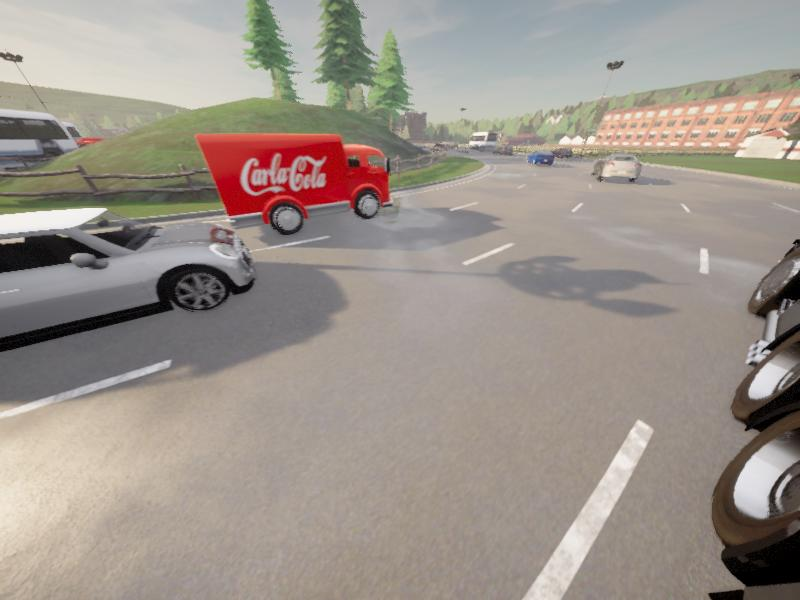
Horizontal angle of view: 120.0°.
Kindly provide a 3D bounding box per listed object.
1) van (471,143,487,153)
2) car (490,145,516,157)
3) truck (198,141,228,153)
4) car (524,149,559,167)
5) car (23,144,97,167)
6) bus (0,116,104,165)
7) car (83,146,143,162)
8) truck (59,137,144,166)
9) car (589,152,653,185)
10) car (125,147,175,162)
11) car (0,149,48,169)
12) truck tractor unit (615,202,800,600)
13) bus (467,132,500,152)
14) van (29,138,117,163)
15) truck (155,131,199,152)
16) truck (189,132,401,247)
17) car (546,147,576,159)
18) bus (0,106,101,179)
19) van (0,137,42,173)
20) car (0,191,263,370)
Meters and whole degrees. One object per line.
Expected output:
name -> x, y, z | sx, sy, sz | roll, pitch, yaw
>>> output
van -> 20.180, -39.138, 59.242 | 2.069, 2.038, 4.480 | -5, 35, -8
car -> 19.611, -28.617, 44.282 | 2.242, 1.667, 4.611 | -5, 35, -8
truck -> -41.336, -34.016, 51.318 | 2.390, 2.098, 6.274 | -5, 35, -8
car -> 16.576, -16.891, 27.353 | 1.882, 1.535, 5.008 | 7, 35, 9
car -> -35.817, -15.437, 24.567 | 1.905, 1.878, 3.866 | -5, 35, -8
bus -> -43.526, -18.904, 27.466 | 3.944, 4.253, 10.273 | -5, 35, -8
car -> -36.910, -19.001, 29.954 | 1.930, 1.638, 5.238 | -5, 35, -8
truck -> -32.520, -16.484, 25.600 | 2.627, 2.467, 5.204 | -6, 35, -8
car -> 15.809, -9.770, 16.934 | 2.152, 1.651, 5.027 | 17, 38, 23
car -> -33.648, -19.893, 31.386 | 2.128, 1.511, 4.902 | -5, 35, -8
car -> -38.981, -13.988, 22.836 | 1.812, 1.442, 4.674 | -5, 35, -8
truck tractor unit -> 5.002, -0.392, 0.937 | 6.516, 4.208, 3.053 | -22, 40, -29
bus -> 22.618, -43.522, 63.663 | 3.944, 4.253, 10.273 | -5, 35, -8
van -> -40.298, -18.788, 28.928 | 2.351, 2.431, 6.366 | -5, 35, -8
truck -> -52.915, -37.866, 55.305 | 2.891, 3.827, 8.468 | -5, 35, -8
truck -> -2.871, -3.860, 7.481 | 5.204, 2.467, 2.627 | -21, 41, -28
car -> 27.324, -25.034, 39.306 | 1.816, 1.474, 4.193 | -3, 35, -5
bus -> -30.775, -11.829, 17.283 | 3.944, 4.253, 10.273 | -5, 35, -8
van -> -34.598, -11.581, 18.504 | 2.351, 2.431, 6.366 | -5, 35, -8
car -> -4.551, -0.527, 3.500 | 3.806, 1.475, 1.970 | -19, 39, -26
